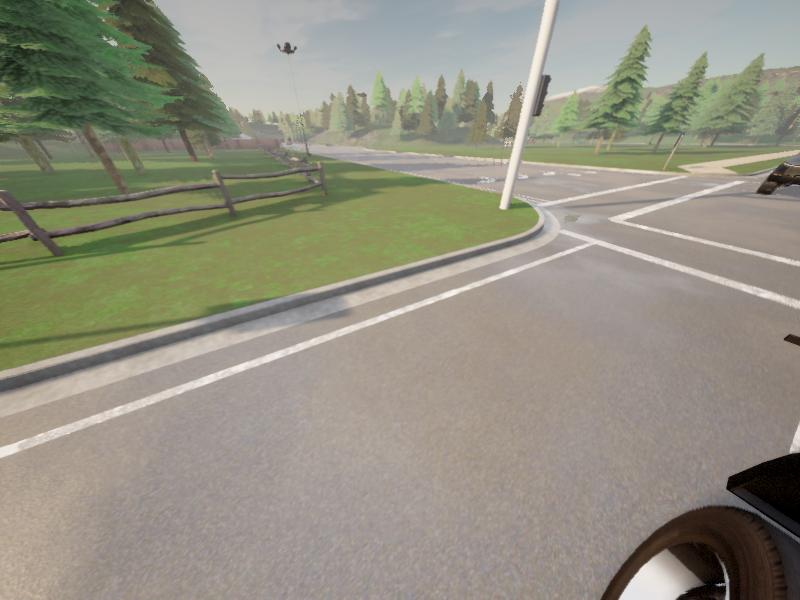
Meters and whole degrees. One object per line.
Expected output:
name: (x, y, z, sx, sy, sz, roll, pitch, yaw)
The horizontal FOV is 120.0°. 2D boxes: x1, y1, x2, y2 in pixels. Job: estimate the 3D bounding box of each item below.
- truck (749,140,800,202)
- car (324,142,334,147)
truck: (19.079, -5.845, 10.244, 6.274, 2.098, 2.390, -18, 39, -24)
car: (-25.977, -56.875, 84.486, 2.128, 1.511, 4.902, -19, 39, -25)
